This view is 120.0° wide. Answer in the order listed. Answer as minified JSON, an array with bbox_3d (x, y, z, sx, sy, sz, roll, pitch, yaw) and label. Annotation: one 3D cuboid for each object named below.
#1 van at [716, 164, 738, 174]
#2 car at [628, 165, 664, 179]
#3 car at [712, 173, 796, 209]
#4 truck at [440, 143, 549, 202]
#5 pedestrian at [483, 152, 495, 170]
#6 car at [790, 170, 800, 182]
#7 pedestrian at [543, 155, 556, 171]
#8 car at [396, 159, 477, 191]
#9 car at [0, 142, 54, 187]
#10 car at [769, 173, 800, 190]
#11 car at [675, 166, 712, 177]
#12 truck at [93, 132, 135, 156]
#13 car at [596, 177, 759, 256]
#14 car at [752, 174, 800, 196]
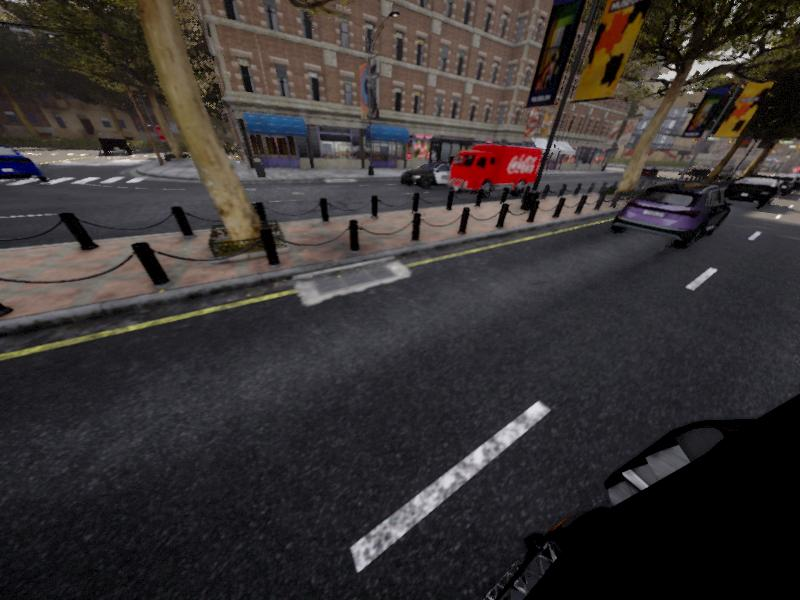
[{"bbox_3d":[78.010,-31.241,55.031,4.442,1.987,1.775,-17,38,-27],"label":"van"},{"bbox_3d":[34.321,-17.888,32.221,4.181,1.385,1.994,-17,38,-27],"label":"car"},{"bbox_3d":[22.683,-7.059,14.792,5.238,1.638,1.930,-16,38,-27],"label":"car"},{"bbox_3d":[5.297,-7.349,13.188,5.204,2.467,2.627,-17,38,-27],"label":"truck"},{"bbox_3d":[11.053,-17.240,28.754,0.751,1.860,0.751,-15,37,-24],"label":"pedestrian"},{"bbox_3d":[69.449,-21.092,39.430,5.027,1.651,2.152,-17,38,-27],"label":"car"},{"bbox_3d":[21.783,-19.922,33.593,0.751,1.860,0.751,-15,37,-25],"label":"pedestrian"},{"bbox_3d":[2.434,-8.362,15.357,4.974,1.542,2.038,-17,38,-27],"label":"car"},{"bbox_3d":[-19.300,-6.606,11.086,5.008,1.535,1.882,20,38,25],"label":"car"},{"bbox_3d":[45.399,-13.818,26.800,4.892,1.490,1.837,-17,38,-27],"label":"car"},{"bbox_3d":[50.337,-22.095,39.654,3.806,1.475,1.970,-4,34,-10],"label":"car"},{"bbox_3d":[-34.808,-19.021,28.137,6.274,2.098,2.390,30,41,34],"label":"truck"},{"bbox_3d":[9.245,-3.019,7.717,4.856,1.649,2.033,-17,38,-27],"label":"car"},{"bbox_3d":[35.060,-10.709,21.360,3.806,1.475,1.970,-17,38,-27],"label":"car"}]
